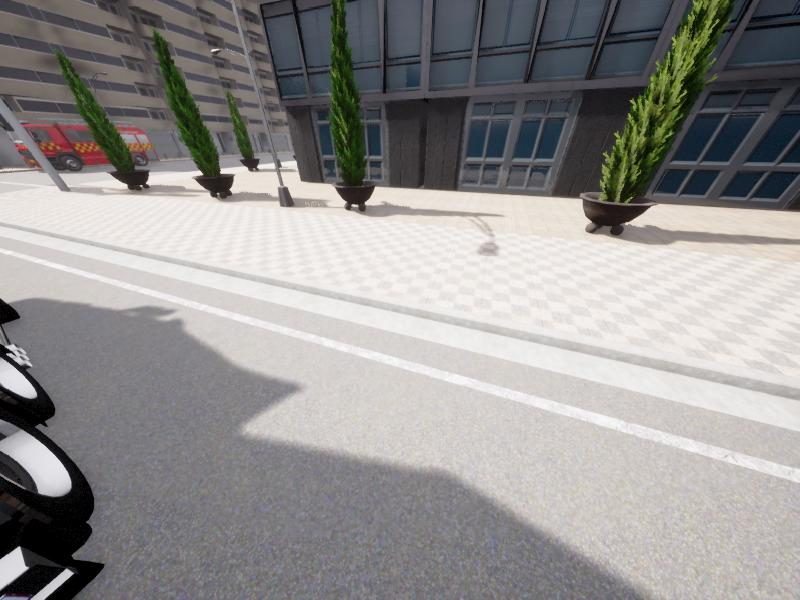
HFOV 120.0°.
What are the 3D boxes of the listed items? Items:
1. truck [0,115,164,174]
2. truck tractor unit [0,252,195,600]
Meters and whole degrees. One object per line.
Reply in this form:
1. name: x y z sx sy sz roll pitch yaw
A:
1. truck: -29.164 -14.671 21.860 2.891 3.827 8.468 11 36 16
2. truck tractor unit: -5.091 -0.320 0.809 6.516 4.208 3.053 19 39 25
